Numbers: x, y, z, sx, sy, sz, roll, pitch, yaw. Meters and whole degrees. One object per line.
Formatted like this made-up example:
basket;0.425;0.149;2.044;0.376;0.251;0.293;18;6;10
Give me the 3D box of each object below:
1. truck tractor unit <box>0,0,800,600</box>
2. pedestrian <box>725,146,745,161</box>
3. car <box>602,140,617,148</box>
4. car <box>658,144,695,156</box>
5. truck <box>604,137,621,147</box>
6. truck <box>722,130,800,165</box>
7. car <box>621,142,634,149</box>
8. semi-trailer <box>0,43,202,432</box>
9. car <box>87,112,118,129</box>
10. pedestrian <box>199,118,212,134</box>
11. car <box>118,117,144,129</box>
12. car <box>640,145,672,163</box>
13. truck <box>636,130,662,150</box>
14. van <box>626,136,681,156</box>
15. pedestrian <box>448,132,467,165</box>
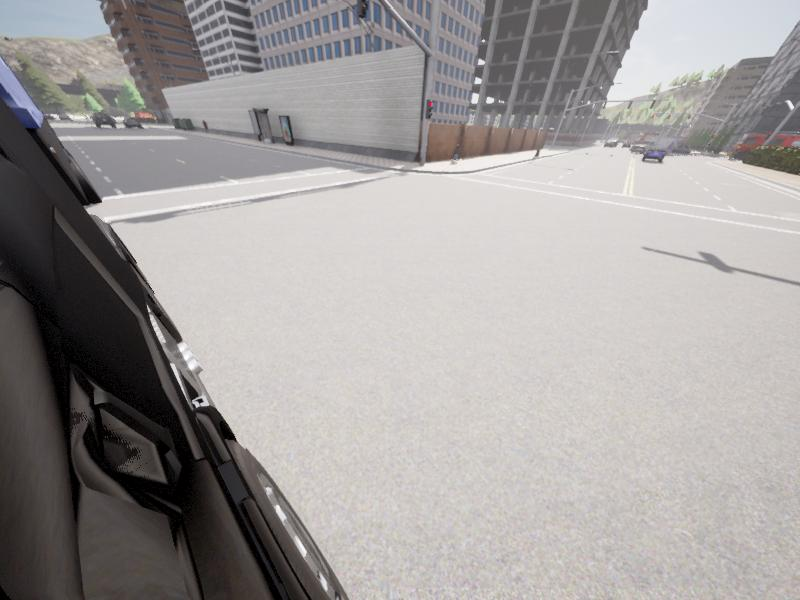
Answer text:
truck tractor unit;-2.645;-0.295;0.351;6.516;4.208;3.053;28;44;30
pedestrian;50.287;-22.056;34.702;0.751;1.860;0.751;28;43;29
car;52.919;-39.328;58.280;2.033;1.411;5.357;28;44;30
car;51.510;-28.060;43.090;3.988;1.617;1.851;27;43;29
truck;58.617;-43.508;63.634;2.390;2.098;6.274;28;44;30
truck;57.310;-23.273;35.170;8.468;3.827;2.891;28;43;29
car;58.050;-39.537;58.974;1.895;1.301;4.718;28;44;30
semi-trailer;-8.696;-3.623;4.205;14.254;4.402;2.717;28;44;30
car;-51.465;-31.087;39.992;5.566;2.045;2.150;28;44;30
pedestrian;-28.692;-25.679;34.113;0.751;1.860;0.751;31;45;32
car;-49.165;-32.435;42.270;4.856;1.649;2.033;28;44;30
car;30.808;-17.635;27.886;2.007;1.525;4.514;29;44;31
truck;62.695;-40.424;58.349;2.891;3.827;8.468;28;44;30
van;42.926;-26.148;39.247;6.366;2.431;2.351;-3;37;-8
pedestrian;4.126;-10.879;16.608;0.751;1.860;0.751;25;42;26
